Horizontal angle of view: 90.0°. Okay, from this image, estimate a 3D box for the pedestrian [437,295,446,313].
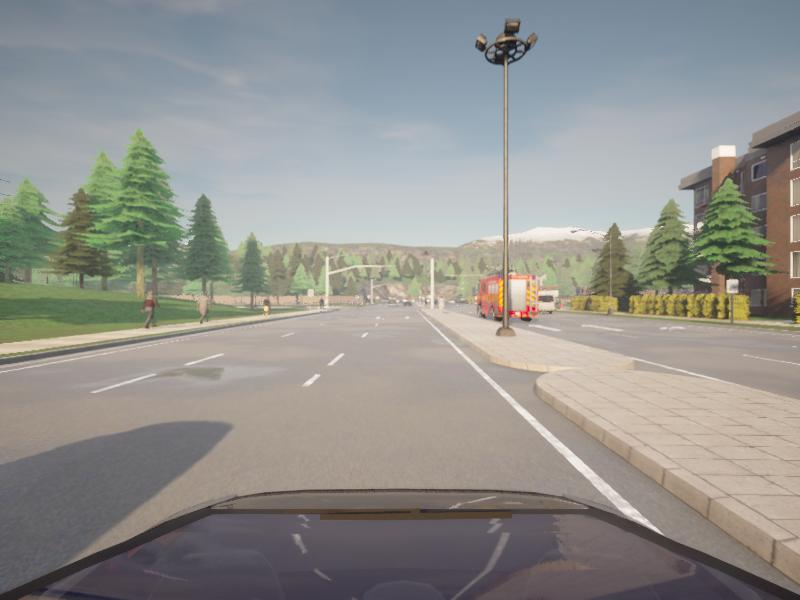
[{"bbox_3d":[4.386,0.444,42.142,0.751,1.860,0.751,0,0,-7],"label":"pedestrian"}]

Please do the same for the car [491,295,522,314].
[{"bbox_3d":[12.085,0.525,45.828,2.150,2.045,5.566,0,0,1],"label":"car"}]

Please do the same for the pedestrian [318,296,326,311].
[{"bbox_3d":[-10.085,0.423,51.688,0.751,1.860,0.751,0,0,13],"label":"pedestrian"}]

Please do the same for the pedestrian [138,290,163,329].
[{"bbox_3d":[-11.987,0.454,19.239,0.751,1.860,0.751,0,0,1],"label":"pedestrian"}]

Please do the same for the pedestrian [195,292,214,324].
[{"bbox_3d":[-11.634,0.450,23.808,0.751,1.860,0.751,0,0,3],"label":"pedestrian"}]

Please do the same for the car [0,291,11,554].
[{"bbox_3d":[-3.519,0.776,0.148,2.033,1.649,4.856,0,0,0],"label":"car"}]

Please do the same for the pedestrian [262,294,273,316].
[{"bbox_3d":[-11.611,0.439,35.071,0.751,1.860,0.751,0,0,2],"label":"pedestrian"}]

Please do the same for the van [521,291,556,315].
[{"bbox_3d":[15.584,0.279,45.251,1.988,2.561,5.915,0,0,1],"label":"van"}]

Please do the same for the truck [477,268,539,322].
[{"bbox_3d":[8.389,-0.351,32.281,2.891,3.827,8.468,0,0,1],"label":"truck"}]

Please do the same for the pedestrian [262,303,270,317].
[{"bbox_3d":[-10.815,0.821,32.346,0.500,1.100,0.500,0,0,1],"label":"pedestrian"}]

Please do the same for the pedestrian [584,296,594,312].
[{"bbox_3d":[22.388,0.439,47.421,0.751,1.860,0.751,0,0,-2],"label":"pedestrian"}]
